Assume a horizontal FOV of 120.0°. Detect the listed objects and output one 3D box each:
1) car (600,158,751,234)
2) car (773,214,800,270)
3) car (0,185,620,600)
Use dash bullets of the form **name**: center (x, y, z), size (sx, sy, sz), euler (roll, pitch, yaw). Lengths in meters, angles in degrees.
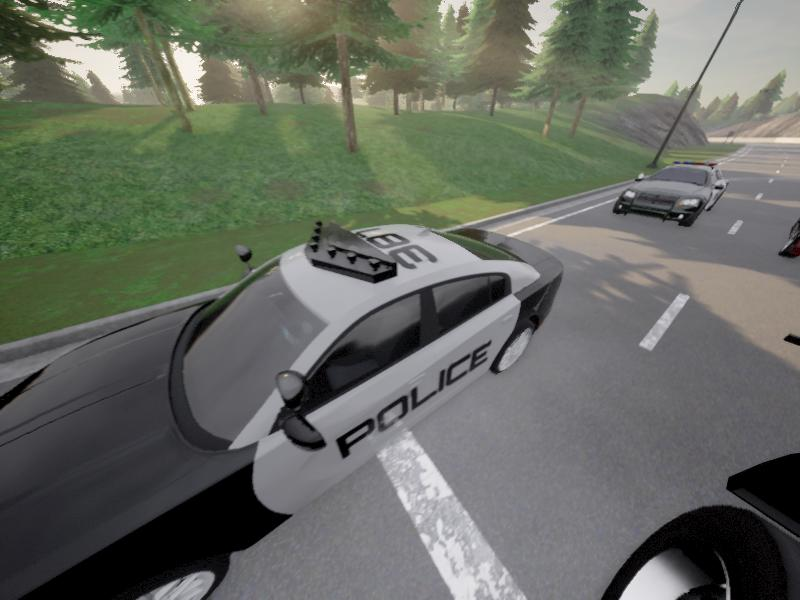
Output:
- **car**: center (9.325, -3.741, 7.805), size (4.974, 1.542, 2.038), euler (-22, 40, -28)
- **car**: center (10.262, -1.542, 4.811), size (4.181, 1.385, 1.994), euler (-21, 40, -27)
- **car**: center (-0.540, 0.233, 2.157), size (5.238, 1.638, 1.930), euler (-22, 41, -28)
